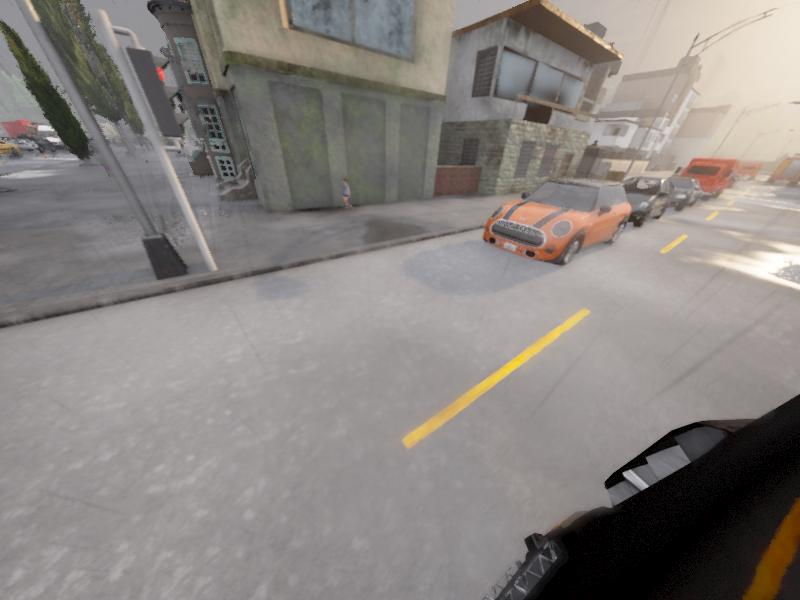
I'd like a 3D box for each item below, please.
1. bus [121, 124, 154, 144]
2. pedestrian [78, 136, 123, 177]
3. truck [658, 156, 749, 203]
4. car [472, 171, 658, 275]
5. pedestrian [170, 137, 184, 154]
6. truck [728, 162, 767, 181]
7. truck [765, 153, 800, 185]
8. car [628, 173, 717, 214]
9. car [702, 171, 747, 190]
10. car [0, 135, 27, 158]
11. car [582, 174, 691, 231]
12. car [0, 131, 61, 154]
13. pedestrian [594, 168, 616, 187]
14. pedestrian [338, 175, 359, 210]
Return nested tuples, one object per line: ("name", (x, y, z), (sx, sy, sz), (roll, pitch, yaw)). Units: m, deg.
("bus", (-76.736, -48.688, 67.836), (3.944, 4.253, 10.273), (-19, 39, -30))
("pedestrian", (-16.581, -7.975, 12.860), (0.751, 1.860, 0.751), (-21, 40, -32))
("truck", (21.737, -8.745, 16.584), (5.204, 2.467, 2.627), (-20, 40, -30))
("car", (4.493, -2.415, 6.327), (4.553, 1.767, 2.097), (-19, 39, -30))
("pedestrian", (-30.208, -20.831, 31.249), (0.751, 1.860, 0.751), (-22, 41, -33))
("truck", (58.170, -21.529, 38.669), (5.204, 2.467, 2.627), (-19, 39, -30))
("truck", (60.246, -20.117, 35.461), (8.468, 3.827, 2.891), (-19, 39, -30))
("car", (15.402, -6.137, 13.018), (4.974, 1.542, 2.038), (-19, 39, -30))
("car", (35.502, -13.134, 25.241), (5.357, 1.411, 2.033), (-19, 39, -30))
("car", (-35.228, -13.117, 19.673), (1.801, 1.575, 5.366), (-19, 39, -30))
("car", (9.875, -4.229, 9.648), (3.988, 1.617, 1.851), (-19, 39, -30))
("car", (-39.732, -16.967, 24.878), (1.932, 1.855, 4.605), (-19, 39, -30))
("pedestrian", (16.955, -10.120, 19.130), (0.751, 1.300, 0.751), (-22, 41, -32))
("pedestrian", (-1.928, -4.027, 8.673), (0.500, 1.100, 0.500), (-19, 39, -30))
